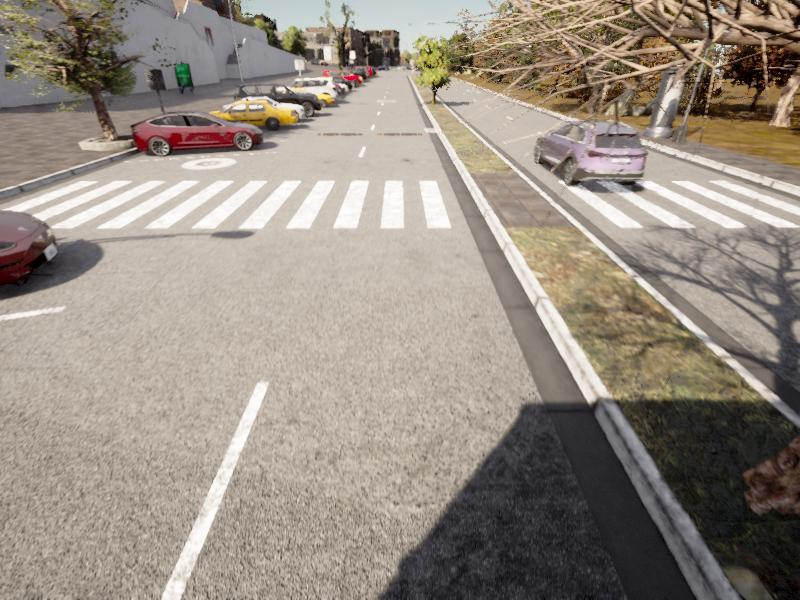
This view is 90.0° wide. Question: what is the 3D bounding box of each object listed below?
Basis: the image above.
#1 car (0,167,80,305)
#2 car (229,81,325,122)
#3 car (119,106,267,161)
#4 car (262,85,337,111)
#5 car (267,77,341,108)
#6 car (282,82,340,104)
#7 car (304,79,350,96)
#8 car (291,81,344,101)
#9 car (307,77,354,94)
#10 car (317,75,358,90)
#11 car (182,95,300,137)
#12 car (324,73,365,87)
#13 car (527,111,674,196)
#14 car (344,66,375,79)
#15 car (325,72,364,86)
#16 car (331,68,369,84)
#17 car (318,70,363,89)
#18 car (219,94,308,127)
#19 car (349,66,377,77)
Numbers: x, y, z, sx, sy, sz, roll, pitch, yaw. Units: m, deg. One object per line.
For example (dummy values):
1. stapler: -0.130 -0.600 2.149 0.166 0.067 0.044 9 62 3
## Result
1. car: -8.051 -0.711 5.744 4.792 1.488 2.163 -11 32 -17
2. car: -8.074 -13.120 26.314 5.566 2.045 2.435 -11 32 -17
3. car: -8.061 -6.785 16.100 4.792 1.488 2.163 -11 32 -17
4. car: -7.930 -16.003 31.643 5.366 1.575 1.946 -11 32 -17
5. car: -8.132 -17.716 34.030 5.566 2.045 2.435 -11 33 -17
6. car: -8.132 -19.018 36.746 4.792 1.488 2.163 -11 33 -17
7. car: -8.116 -23.675 44.476 4.674 1.452 2.002 -11 32 -17
8. car: -8.111 -20.567 39.344 4.674 1.452 2.002 -11 32 -17
9. car: -8.109 -25.267 47.020 5.008 1.535 2.097 -11 33 -17
10. car: -8.095 -28.369 52.175 4.792 1.488 2.163 -11 33 -17
11. car: -8.263 -9.811 21.193 5.366 1.575 1.946 -11 32 -17
12. car: -7.952 -31.541 57.333 5.366 1.575 1.946 -11 33 -17
13. car: 5.762 -4.717 12.402 2.033 1.649 4.856 0 30 0
14. car: -8.175 -45.628 80.284 5.566 2.045 2.435 -11 33 -17
15. car: -8.301 -33.021 59.788 5.366 1.575 1.946 -11 33 -17
16. car: -8.160 -36.365 64.838 5.566 2.045 2.435 -11 33 -17
17. car: -8.102 -30.168 54.597 5.566 2.045 2.435 -11 33 -17
18. car: -8.099 -11.336 23.861 4.674 1.452 2.002 -11 32 -17
19. car: -8.160 -50.250 88.022 5.566 2.045 2.435 -11 33 -17
